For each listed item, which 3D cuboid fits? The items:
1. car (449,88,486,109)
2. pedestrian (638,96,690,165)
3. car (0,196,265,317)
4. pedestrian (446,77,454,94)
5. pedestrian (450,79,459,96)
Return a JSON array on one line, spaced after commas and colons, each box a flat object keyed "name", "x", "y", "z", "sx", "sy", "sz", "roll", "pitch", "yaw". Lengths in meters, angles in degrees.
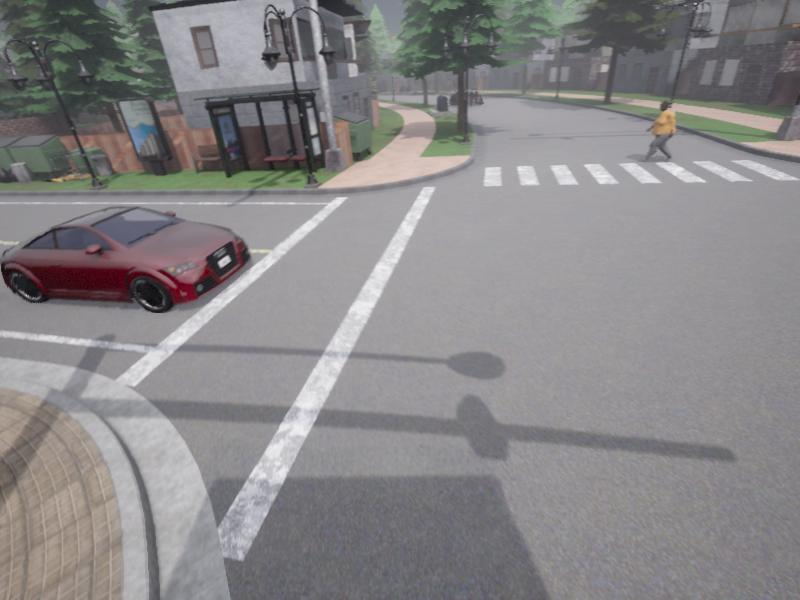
[{"name": "car", "x": 5.975, "y": -18.251, "z": 36.121, "sx": 1.994, "sy": 1.385, "sz": 4.181, "roll": -9, "pitch": 30, "yaw": -8}, {"name": "pedestrian", "x": 8.180, "y": -5.257, "z": 12.468, "sx": 0.751, "sy": 1.860, "sz": 0.751, "roll": 1, "pitch": 30, "yaw": 9}, {"name": "car", "x": -5.016, "y": -0.912, "z": 7.318, "sx": 4.181, "sy": 1.385, "sz": 1.994, "roll": 3, "pitch": 30, "yaw": 13}, {"name": "pedestrian", "x": 6.589, "y": -28.407, "z": 52.994, "sx": 0.751, "sy": 1.860, "sz": 0.751, "roll": -13, "pitch": 31, "yaw": -15}, {"name": "pedestrian", "x": 6.970, "y": -27.104, "z": 50.962, "sx": 0.751, "sy": 1.860, "sz": 0.751, "roll": -19, "pitch": 33, "yaw": -24}]
